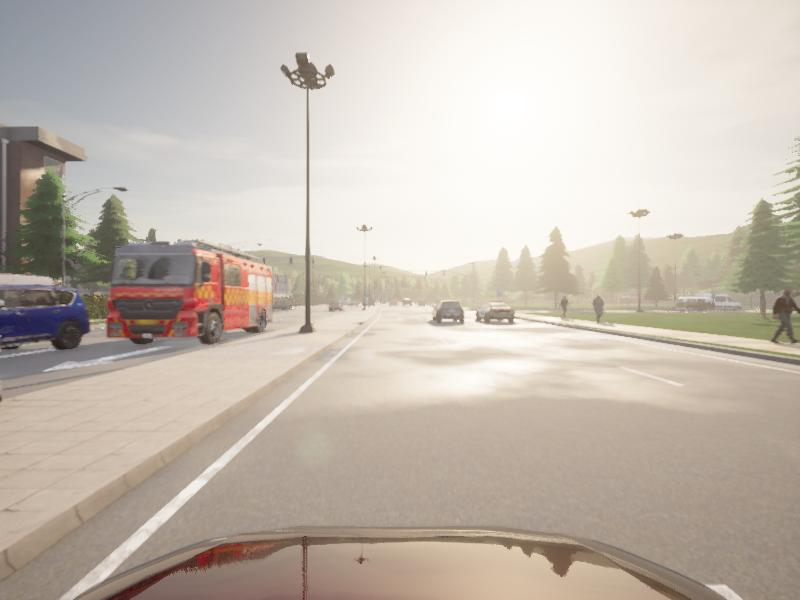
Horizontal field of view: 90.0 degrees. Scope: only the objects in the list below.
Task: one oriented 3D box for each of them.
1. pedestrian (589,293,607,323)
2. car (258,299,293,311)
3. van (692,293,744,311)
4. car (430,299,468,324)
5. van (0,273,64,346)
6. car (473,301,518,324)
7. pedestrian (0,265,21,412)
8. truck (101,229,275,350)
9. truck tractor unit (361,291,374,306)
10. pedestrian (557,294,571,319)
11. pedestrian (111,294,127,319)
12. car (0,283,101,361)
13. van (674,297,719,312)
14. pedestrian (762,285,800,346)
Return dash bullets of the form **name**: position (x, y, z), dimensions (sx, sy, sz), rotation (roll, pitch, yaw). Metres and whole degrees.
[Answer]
- **pedestrian**: position (12.206, 0.477, 24.656), dimensions (0.751, 1.860, 0.751), rotation (0, 0, -1)
- **car**: position (-18.654, 0.765, 59.997), dimensions (4.611, 1.667, 2.242), rotation (0, 1, -39)
- **van**: position (45.455, 0.309, 57.278), dimensions (5.915, 2.561, 1.988), rotation (0, 0, 0)
- **car**: position (3.433, 0.782, 28.947), dimensions (2.033, 1.649, 4.856), rotation (0, 0, -1)
- **van**: position (-15.032, 0.324, 13.751), dimensions (1.988, 2.561, 5.915), rotation (0, 0, 0)
- **car**: position (6.900, 0.831, 29.507), dimensions (2.038, 1.542, 4.974), rotation (0, 0, -1)
- **pedestrian**: position (-5.439, 0.486, 4.963), dimensions (0.751, 1.860, 0.751), rotation (0, 0, 0)
- **truck**: position (-8.043, -0.317, 16.934), dimensions (2.891, 3.827, 8.468), rotation (0, 0, 0)
- **truck tractor unit**: position (-9.488, -0.507, 117.126), dimensions (3.053, 4.208, 6.516), rotation (0, 0, 1)
- **pedestrian**: position (12.115, 0.478, 29.568), dimensions (0.751, 1.860, 0.751), rotation (0, 0, -2)
- **pedestrian**: position (-21.720, 0.489, 30.912), dimensions (0.751, 1.860, 0.751), rotation (0, 0, -1)
- **car**: position (-11.522, 0.570, 11.202), dimensions (2.150, 2.045, 5.566), rotation (0, 0, 0)
- **van**: position (39.796, 0.579, 53.831), dimensions (4.480, 2.038, 2.069), rotation (0, 0, 0)
- **pedestrian**: position (12.096, 0.475, 12.582), dimensions (0.751, 1.860, 0.751), rotation (0, 0, 0)
